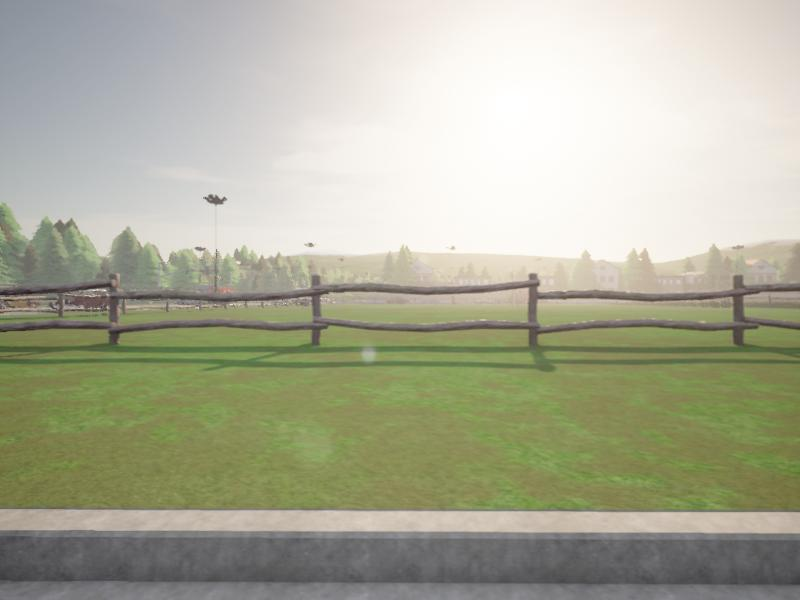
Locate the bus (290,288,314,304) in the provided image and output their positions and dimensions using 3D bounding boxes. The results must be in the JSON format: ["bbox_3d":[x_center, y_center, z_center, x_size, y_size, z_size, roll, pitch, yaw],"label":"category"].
[{"bbox_3d":[-26.730,-1.072,109.870,3.944,4.253,10.273,0,0,1],"label":"bus"}]

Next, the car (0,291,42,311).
[{"bbox_3d":[-38.688,0.070,39.797,1.932,1.855,4.605,0,0,1],"label":"car"}]

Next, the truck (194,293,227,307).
[{"bbox_3d":[-31.142,-0.026,66.158,2.390,2.098,6.274,0,0,1],"label":"truck"}]

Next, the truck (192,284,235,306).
[{"bbox_3d":[-34.072,-0.883,73.429,2.891,3.827,8.468,0,0,9],"label":"truck"}]

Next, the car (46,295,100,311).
[{"bbox_3d":[-31.702,0.270,38.960,1.816,1.474,4.193,0,0,1],"label":"car"}]

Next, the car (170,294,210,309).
[{"bbox_3d":[-24.546,0.176,46.979,2.242,1.667,4.611,0,0,1],"label":"car"}]

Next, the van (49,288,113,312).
[{"bbox_3d":[-28.266,-0.018,35.707,2.069,2.038,4.480,0,0,1],"label":"van"}]

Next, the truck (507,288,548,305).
[{"bbox_3d":[29.187,-0.884,91.691,8.468,3.827,2.891,0,0,1],"label":"truck"}]
